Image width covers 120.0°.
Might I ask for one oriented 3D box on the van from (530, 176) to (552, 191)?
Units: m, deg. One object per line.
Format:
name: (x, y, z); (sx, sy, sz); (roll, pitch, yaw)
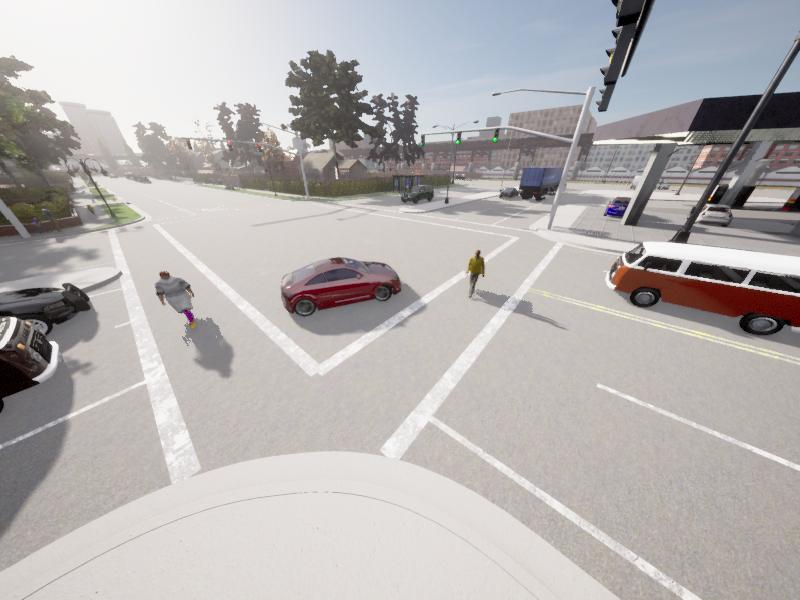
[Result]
van: (29.960, -24.855, 49.030); (2.351, 2.431, 6.366); (22, 37, 34)

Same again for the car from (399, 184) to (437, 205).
car: (2.479, -14.378, 31.262); (2.150, 2.045, 5.566); (23, 37, 34)

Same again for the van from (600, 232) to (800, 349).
van: (9.670, -0.596, 7.398); (4.480, 2.038, 2.069); (21, 36, 32)

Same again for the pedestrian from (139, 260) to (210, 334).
pedestrian: (-6.330, -0.075, 6.626); (0.751, 1.860, 0.751); (-18, 34, -28)

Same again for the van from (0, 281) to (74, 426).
van: (-9.164, 1.668, 3.476); (2.069, 2.038, 4.480); (22, 37, 34)

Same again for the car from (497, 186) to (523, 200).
car: (17.179, -16.695, 35.927); (2.033, 1.411, 5.357); (22, 37, 34)

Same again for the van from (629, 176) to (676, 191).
van: (51.674, -24.102, 47.612); (5.915, 2.561, 1.988); (23, 37, 34)

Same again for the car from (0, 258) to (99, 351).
car: (-11.825, 0.677, 5.591); (1.930, 1.638, 5.238); (22, 37, 33)

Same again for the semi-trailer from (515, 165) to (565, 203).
semi-trailer: (21.502, -17.871, 34.941); (2.717, 4.402, 14.254); (22, 37, 34)

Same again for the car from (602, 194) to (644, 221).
car: (21.088, -8.924, 21.955); (2.242, 1.667, 4.611); (23, 37, 34)

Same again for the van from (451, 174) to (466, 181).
van: (20.627, -43.151, 81.106); (4.480, 2.038, 2.069); (16, 33, 25)

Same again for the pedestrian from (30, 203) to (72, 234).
pedestrian: (-24.024, -5.619, 15.938); (0.751, 1.860, 0.751); (-23, 37, -34)

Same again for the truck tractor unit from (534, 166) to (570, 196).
truck tractor unit: (26.547, -20.830, 40.271); (3.053, 4.208, 6.516); (23, 37, 34)

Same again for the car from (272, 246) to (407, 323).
car: (-2.067, -0.758, 8.350); (4.181, 1.385, 1.994); (-12, 32, -20)

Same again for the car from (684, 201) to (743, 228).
car: (25.999, -7.245, 19.370); (1.970, 1.475, 3.806); (23, 37, 34)

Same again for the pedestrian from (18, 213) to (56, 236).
pedestrian: (-24.604, -5.152, 15.691); (0.751, 1.300, 0.751); (-20, 36, -31)

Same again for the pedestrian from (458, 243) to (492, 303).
pedestrian: (2.629, -0.967, 8.173); (0.751, 1.860, 0.751); (15, 33, 24)
